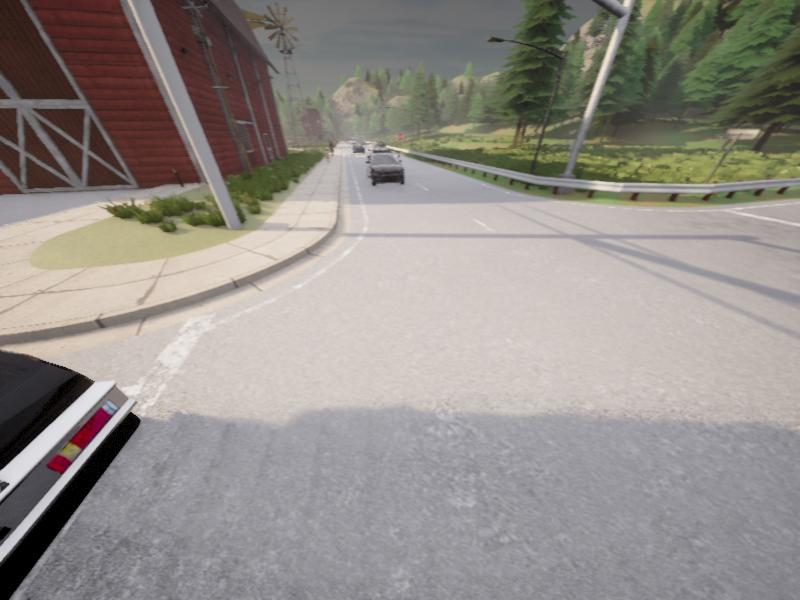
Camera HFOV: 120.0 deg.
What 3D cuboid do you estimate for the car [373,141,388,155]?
[{"bbox_3d":[-3.127,-24.321,36.912,1.851,1.617,3.988,-7,36,-9],"label":"car"}]

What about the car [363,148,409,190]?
[{"bbox_3d":[-1.023,-8.107,13.992,1.930,1.638,5.238,-7,36,-9],"label":"car"}]

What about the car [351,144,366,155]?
[{"bbox_3d":[-6.633,-23.974,36.759,1.895,1.301,4.718,-7,36,-9],"label":"car"}]

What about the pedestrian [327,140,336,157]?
[{"bbox_3d":[-8.821,-19.529,29.744,0.751,1.860,0.751,-9,36,-11],"label":"pedestrian"}]

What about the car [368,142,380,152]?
[{"bbox_3d":[-5.062,-29.764,44.760,1.812,1.442,4.674,-7,36,-9],"label":"car"}]

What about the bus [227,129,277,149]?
[{"bbox_3d":[-41.134,-45.268,64.868,3.944,4.253,10.273,24,42,31],"label":"bus"}]
